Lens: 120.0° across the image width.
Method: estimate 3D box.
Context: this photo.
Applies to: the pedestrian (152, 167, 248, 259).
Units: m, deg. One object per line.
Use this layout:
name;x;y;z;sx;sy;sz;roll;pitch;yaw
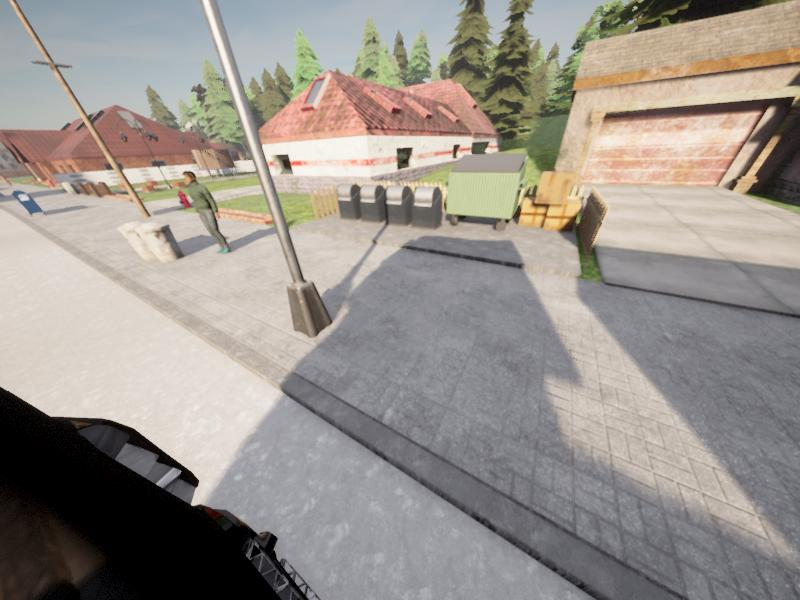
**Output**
pedestrian;-4.532;-2.005;5.411;0.751;1.860;0.751;7;35;14
